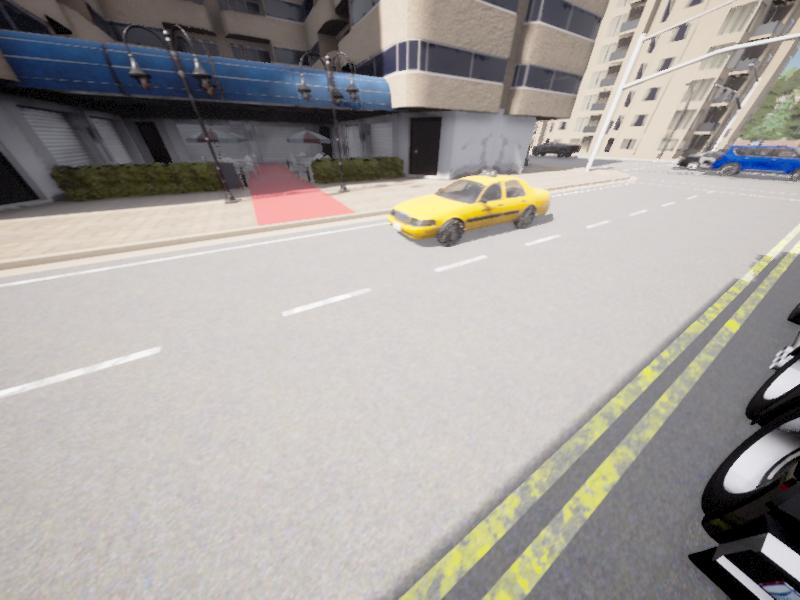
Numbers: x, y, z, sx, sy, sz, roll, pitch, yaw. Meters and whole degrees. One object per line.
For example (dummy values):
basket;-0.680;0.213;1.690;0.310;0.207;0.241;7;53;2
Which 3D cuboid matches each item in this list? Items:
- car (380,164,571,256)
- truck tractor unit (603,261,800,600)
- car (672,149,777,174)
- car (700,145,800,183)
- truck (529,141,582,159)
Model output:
car;2.257;-2.909;6.806;5.366;1.575;1.801;-18;39;-24
truck tractor unit;5.112;-0.297;0.809;6.516;4.208;3.053;-18;39;-25
car;29.398;-12.908;21.332;5.238;1.638;1.930;24;42;30
car;26.663;-9.891;16.626;2.150;2.045;5.566;-18;39;-25
truck;24.416;-23.850;36.594;2.390;2.098;6.274;-18;39;-25
